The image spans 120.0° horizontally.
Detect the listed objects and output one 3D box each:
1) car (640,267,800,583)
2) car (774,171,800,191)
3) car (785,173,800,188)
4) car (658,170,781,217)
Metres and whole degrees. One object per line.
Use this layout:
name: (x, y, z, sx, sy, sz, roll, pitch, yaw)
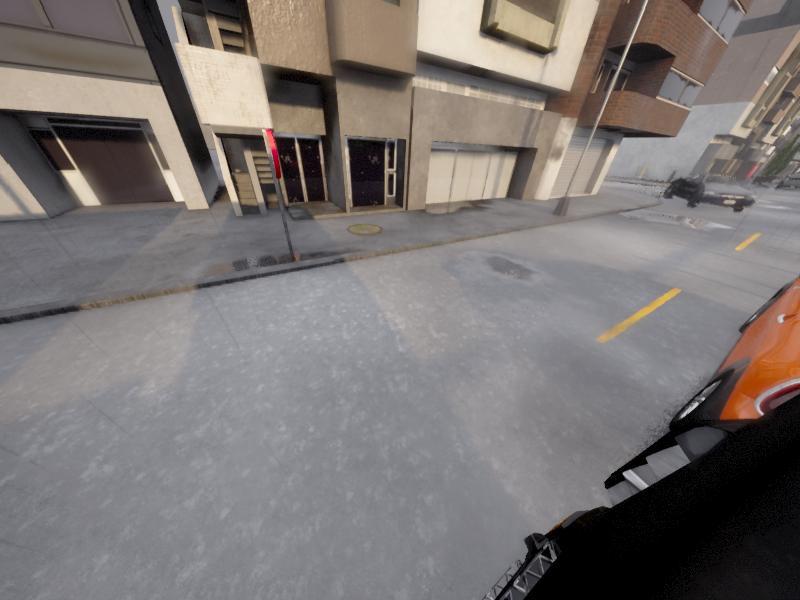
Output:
car: (4.629, 0.595, 1.780, 4.553, 1.767, 2.097, -16, 38, -26)
car: (45.542, -13.610, 26.302, 4.553, 1.767, 2.097, -16, 38, -26)
car: (52.271, -15.440, 29.766, 5.366, 1.575, 1.801, -16, 38, -26)
car: (18.020, -6.438, 13.549, 2.152, 1.651, 5.027, 18, 37, 21)
